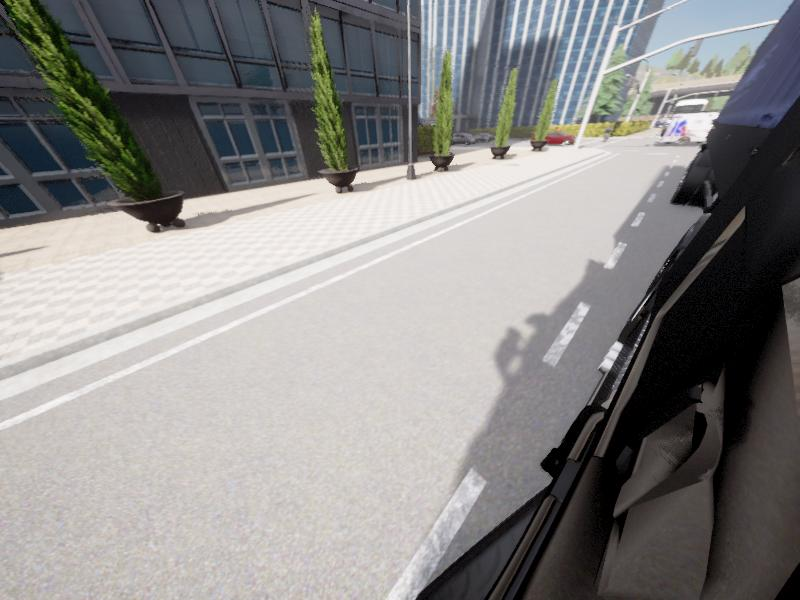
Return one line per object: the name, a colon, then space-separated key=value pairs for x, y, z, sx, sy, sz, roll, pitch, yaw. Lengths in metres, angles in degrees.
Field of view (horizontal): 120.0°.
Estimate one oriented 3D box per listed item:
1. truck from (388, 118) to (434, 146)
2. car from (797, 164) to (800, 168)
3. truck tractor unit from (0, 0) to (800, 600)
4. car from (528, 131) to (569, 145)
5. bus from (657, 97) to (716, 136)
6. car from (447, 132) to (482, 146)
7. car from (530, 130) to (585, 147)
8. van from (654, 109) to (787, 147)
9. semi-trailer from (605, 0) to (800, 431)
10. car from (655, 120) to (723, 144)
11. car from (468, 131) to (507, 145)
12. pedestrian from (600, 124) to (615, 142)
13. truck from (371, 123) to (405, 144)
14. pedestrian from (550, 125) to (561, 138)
truck: x=1.879 y=-30.585 z=42.382 sx=2.891 sy=3.827 sz=8.468 roll=-31 pitch=44 yaw=-33
car: x=18.911 y=-6.054 z=9.419 sx=3.705 sy=1.549 sz=1.789 roll=-31 pitch=45 yaw=-33
truck tractor unit: x=2.645 y=-0.295 z=0.351 sx=6.516 sy=4.208 sz=3.053 roll=-28 pitch=44 yaw=-30
car: x=20.222 y=-22.177 z=31.640 sx=4.181 sy=1.385 sz=1.994 roll=29 pitch=47 yaw=36
bus: x=45.294 y=-28.817 z=36.575 sx=10.273 sy=4.253 sz=3.944 roll=-31 pitch=45 yaw=-33
car: x=10.023 y=-25.107 z=36.121 sx=2.242 sy=1.667 sz=4.611 roll=-32 pitch=45 yaw=-33
car: x=19.136 y=-19.758 z=28.248 sx=1.882 sy=1.535 sz=5.008 roll=-28 pitch=43 yaw=-31
van: x=28.026 y=-15.334 z=20.795 sx=6.366 sy=2.431 sz=2.351 roll=29 pitch=47 yaw=36
semi-trailer: x=8.401 y=-3.757 z=4.546 sx=14.254 sy=4.402 sz=2.717 roll=-31 pitch=45 yaw=-33
car: x=29.481 y=-17.226 z=23.749 sx=3.866 sy=1.878 sz=1.905 roll=29 pitch=47 yaw=36
car: x=13.857 y=-25.867 z=36.921 sx=1.930 sy=1.638 sz=5.238 roll=-32 pitch=45 yaw=-33
pedestrian: x=26.915 y=-21.633 z=29.970 sx=0.751 sy=1.860 sz=0.751 roll=22 pitch=43 yaw=30
truck: x=-2.814 y=-39.066 z=54.360 sx=2.891 sy=3.827 sz=8.468 roll=-32 pitch=45 yaw=-33
pedestrian: x=27.141 y=-29.359 z=40.311 sx=0.751 sy=1.860 sz=0.751 roll=-28 pitch=43 yaw=-31
